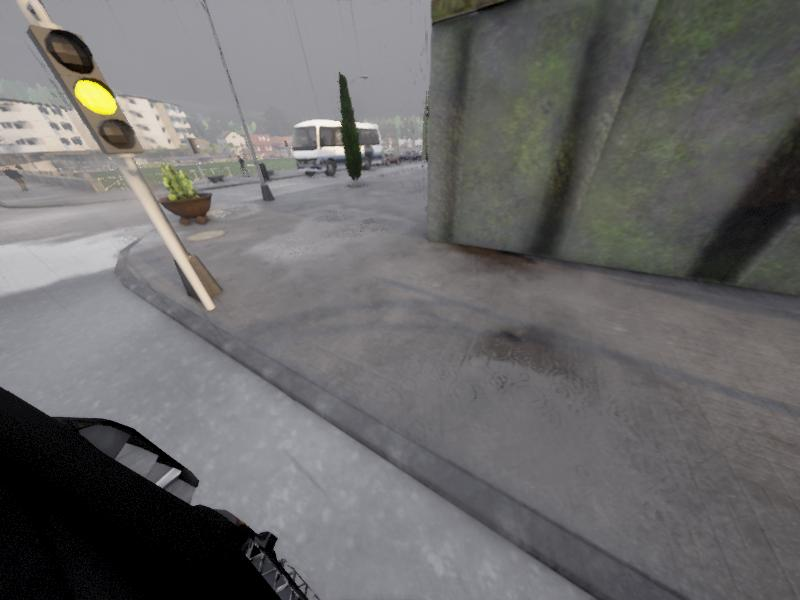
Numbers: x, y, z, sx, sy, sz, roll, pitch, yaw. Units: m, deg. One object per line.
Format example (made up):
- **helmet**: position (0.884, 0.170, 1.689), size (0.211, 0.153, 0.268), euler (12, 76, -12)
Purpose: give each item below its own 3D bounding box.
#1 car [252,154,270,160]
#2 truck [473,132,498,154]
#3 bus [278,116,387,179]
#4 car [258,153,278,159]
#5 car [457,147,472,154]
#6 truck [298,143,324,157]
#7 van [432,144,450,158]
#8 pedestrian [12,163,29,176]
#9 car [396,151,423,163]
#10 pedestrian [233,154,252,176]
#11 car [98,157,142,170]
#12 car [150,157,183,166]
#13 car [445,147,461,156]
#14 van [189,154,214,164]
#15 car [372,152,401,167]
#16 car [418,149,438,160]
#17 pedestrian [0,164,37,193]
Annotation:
- **car**: position (-43.639, -45.053, 72.700), size (1.994, 1.385, 4.181), euler (16, 38, 26)
- **truck**: position (19.552, -35.762, 52.615), size (2.891, 3.827, 8.468), euler (16, 38, 26)
- **bus**: position (-5.796, -15.206, 23.125), size (3.944, 4.253, 10.273), euler (16, 38, 25)
- **car**: position (-44.522, -48.627, 78.081), size (2.033, 1.411, 5.357), euler (16, 38, 26)
- **car**: position (14.815, -34.419, 53.183), size (1.895, 1.301, 4.718), euler (16, 38, 26)
- **truck**: position (-33.241, -56.401, 86.800), size (2.891, 3.827, 8.468), euler (16, 38, 26)
- **van**: position (7.664, -27.630, 42.872), size (1.775, 1.987, 4.442), euler (16, 38, 26)
- **pedestrian**: position (-67.482, -23.199, 41.093), size (0.751, 1.860, 0.751), euler (26, 43, 35)
- **car**: position (1.514, -21.235, 34.328), size (1.895, 1.301, 4.718), euler (16, 38, 26)
- **pedestrian**: position (-15.763, -13.479, 23.121), size (0.751, 1.860, 0.751), euler (17, 38, 26)
- **car**: position (-62.818, -30.776, 51.999), size (2.150, 2.045, 5.566), euler (16, 38, 26)
- **car**: position (-58.575, -34.809, 58.117), size (1.930, 1.638, 5.238), euler (16, 38, 26)
- **car**: position (10.964, -30.678, 47.677), size (1.816, 1.474, 4.193), euler (16, 38, 26)
- **van**: position (-54.601, -38.894, 63.656), size (1.775, 1.987, 4.442), euler (16, 38, 26)
- **car**: position (-1.678, -18.190, 29.817), size (1.970, 1.475, 3.806), euler (16, 38, 26)
- **car**: position (4.756, -24.528, 38.880), size (1.970, 1.475, 3.806), euler (16, 38, 26)
- **pedestrian**: position (-29.714, -9.434, 17.923), size (0.751, 1.860, 0.751), euler (-27, 41, -32)
